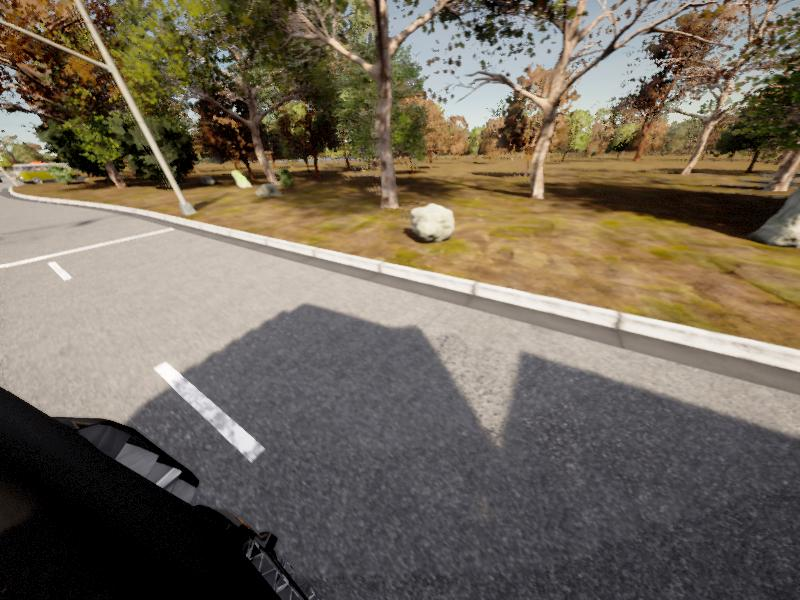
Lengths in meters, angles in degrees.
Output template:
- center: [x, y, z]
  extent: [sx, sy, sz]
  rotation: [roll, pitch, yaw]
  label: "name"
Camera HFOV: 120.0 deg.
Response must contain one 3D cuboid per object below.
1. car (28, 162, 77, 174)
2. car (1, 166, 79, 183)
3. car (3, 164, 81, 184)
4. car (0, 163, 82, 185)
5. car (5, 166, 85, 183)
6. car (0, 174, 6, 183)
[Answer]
- center: [-81.384, -31.059, 54.266]
  extent: [2.435, 2.045, 5.566]
  rotation: [10, 35, 18]
  label: "car"
- center: [-49.182, -17.363, 31.824]
  extent: [1.946, 1.575, 5.366]
  rotation: [8, 34, 15]
  label: "car"
- center: [-44.378, -15.761, 28.858]
  extent: [2.185, 1.767, 4.553]
  rotation: [7, 34, 15]
  label: "car"
- center: [-41.998, -14.921, 27.243]
  extent: [1.878, 1.987, 4.442]
  rotation: [8, 34, 14]
  label: "car"
- center: [-46.701, -16.662, 30.605]
  extent: [1.946, 1.575, 5.366]
  rotation: [8, 34, 15]
  label: "car"
- center: [-55.518, -16.626, 31.077]
  extent: [3.988, 1.617, 1.851]
  rotation: [21, 40, 31]
  label: "car"
